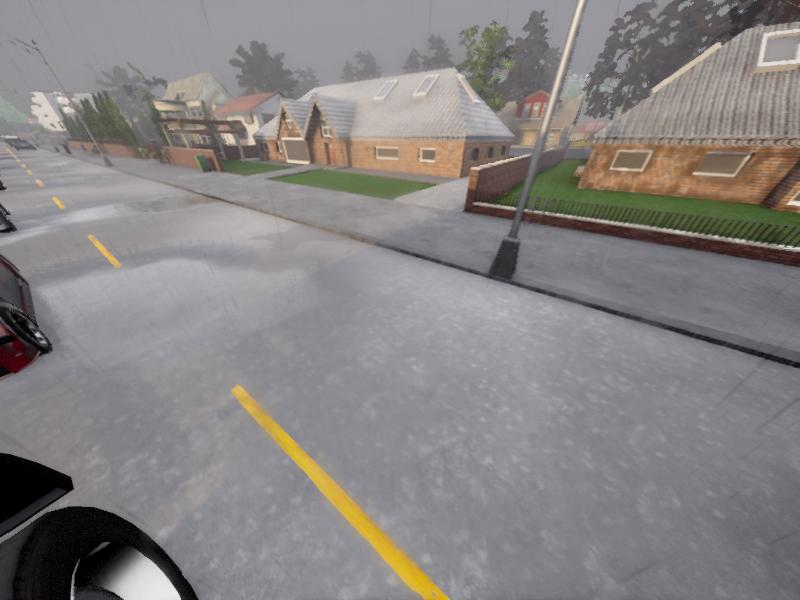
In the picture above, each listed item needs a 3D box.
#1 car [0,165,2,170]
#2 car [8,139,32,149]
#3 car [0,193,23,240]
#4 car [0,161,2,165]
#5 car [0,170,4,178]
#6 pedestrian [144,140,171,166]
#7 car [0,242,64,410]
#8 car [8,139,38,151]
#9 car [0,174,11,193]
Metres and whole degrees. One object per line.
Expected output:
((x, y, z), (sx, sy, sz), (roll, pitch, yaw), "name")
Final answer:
((-33.186, -10.982, 17.906), (3.633, 1.501, 1.845), (22, 41, 28), "car")
((-78.213, -32.119, 47.546), (3.988, 1.617, 1.851), (22, 41, 28), "car")
((-12.702, -2.646, 6.242), (4.514, 1.525, 2.007), (22, 41, 28), "car")
((-38.713, -13.234, 21.052), (5.008, 1.535, 1.882), (22, 41, 28), "car")
((-27.674, -8.717, 14.784), (4.193, 1.474, 1.816), (22, 41, 28), "car")
((-20.853, -12.695, 19.926), (0.751, 1.860, 0.751), (22, 41, 28), "pedestrian")
((-6.079, 0.121, 2.524), (4.181, 1.385, 1.994), (22, 40, 28), "car")
((-70.490, -28.978, 43.141), (4.611, 1.667, 2.242), (22, 41, 28), "car")
((-21.193, -6.101, 11.079), (4.514, 1.525, 2.007), (22, 41, 28), "car")
